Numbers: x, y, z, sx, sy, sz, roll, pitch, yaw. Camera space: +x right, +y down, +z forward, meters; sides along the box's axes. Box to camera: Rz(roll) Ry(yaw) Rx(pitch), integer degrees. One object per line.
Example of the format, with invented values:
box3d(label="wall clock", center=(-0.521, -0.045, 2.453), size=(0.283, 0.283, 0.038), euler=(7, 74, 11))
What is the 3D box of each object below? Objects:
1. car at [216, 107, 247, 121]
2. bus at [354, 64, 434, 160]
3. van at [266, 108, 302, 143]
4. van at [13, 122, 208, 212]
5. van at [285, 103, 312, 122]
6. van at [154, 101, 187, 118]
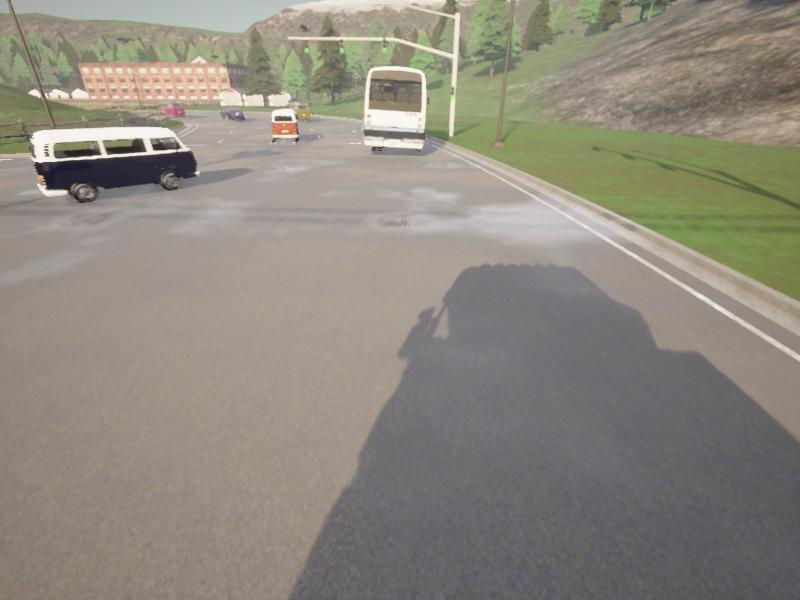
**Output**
box3d(label="car", center=(-21.308, -23.523, 50.516), size=(2.163, 1.488, 4.792), euler=(-19, 33, -33))
box3d(label="bus", center=(-0.121, -11.914, 25.078), size=(3.944, 4.253, 10.273), euler=(4, 28, 1))
box3d(label="van", center=(-8.275, -12.640, 28.857), size=(2.069, 2.038, 4.480), euler=(-5, 28, -12))
box3d(label="van", center=(-9.208, -4.548, 13.146), size=(4.480, 2.038, 2.069), euler=(-24, 38, -38))
box3d(label="van", center=(-12.735, -23.486, 49.943), size=(1.775, 1.987, 4.442), euler=(-14, 31, -27))
box3d(label="van", center=(-31.651, -26.234, 55.167), size=(4.442, 1.987, 1.775), euler=(18, 32, 30))
